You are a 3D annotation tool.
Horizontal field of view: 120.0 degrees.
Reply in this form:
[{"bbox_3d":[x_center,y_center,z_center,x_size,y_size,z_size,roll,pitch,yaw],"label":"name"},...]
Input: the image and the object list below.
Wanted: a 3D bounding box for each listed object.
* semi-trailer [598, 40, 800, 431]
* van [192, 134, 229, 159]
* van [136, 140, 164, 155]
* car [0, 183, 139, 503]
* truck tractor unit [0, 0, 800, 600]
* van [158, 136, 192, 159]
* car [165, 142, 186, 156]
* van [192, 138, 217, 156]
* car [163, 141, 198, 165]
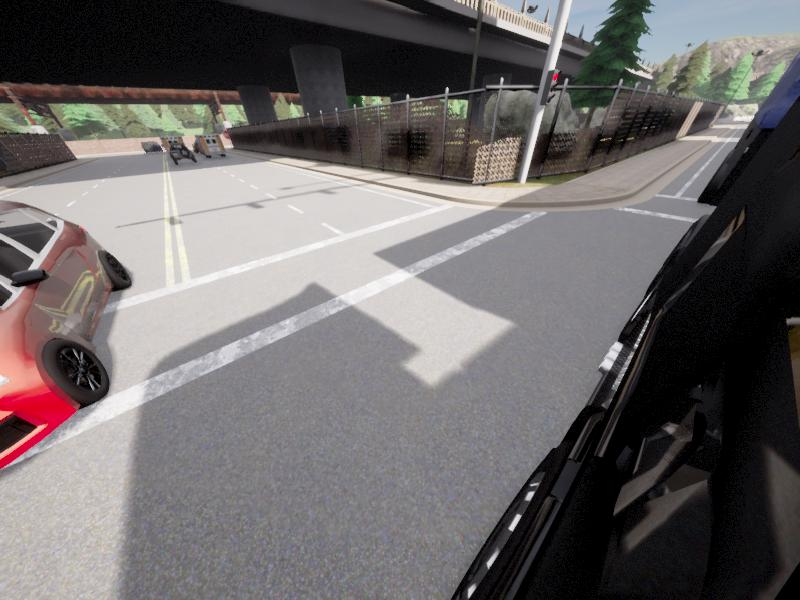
[{"bbox_3d":[8.687,-3.622,4.225,14.254,4.402,2.717,-28,44,-30],"label":"semi-trailer"},{"bbox_3d":[-24.819,-20.161,30.219,2.351,2.431,6.366,-28,44,-30],"label":"van"},{"bbox_3d":[-45.627,-27.943,42.313,1.775,1.987,4.442,-18,40,-20],"label":"van"},{"bbox_3d":[-5.003,0.113,2.451,2.242,1.667,4.611,-28,43,-30],"label":"car"},{"bbox_3d":[2.645,-0.295,0.351,6.516,4.208,3.053,-28,44,-30],"label":"truck tractor unit"},{"bbox_3d":[-31.357,-21.357,32.232,2.351,2.431,6.366,-28,44,-30],"label":"van"},{"bbox_3d":[-36.194,-24.331,37.203,1.851,1.617,3.988,-28,44,-30],"label":"car"},{"bbox_3d":[-29.838,-23.401,35.241,1.775,1.987,4.442,-28,44,-30],"label":"van"},{"bbox_3d":[-23.881,-16.055,25.129,1.932,1.855,4.605,-28,44,-30],"label":"car"}]
